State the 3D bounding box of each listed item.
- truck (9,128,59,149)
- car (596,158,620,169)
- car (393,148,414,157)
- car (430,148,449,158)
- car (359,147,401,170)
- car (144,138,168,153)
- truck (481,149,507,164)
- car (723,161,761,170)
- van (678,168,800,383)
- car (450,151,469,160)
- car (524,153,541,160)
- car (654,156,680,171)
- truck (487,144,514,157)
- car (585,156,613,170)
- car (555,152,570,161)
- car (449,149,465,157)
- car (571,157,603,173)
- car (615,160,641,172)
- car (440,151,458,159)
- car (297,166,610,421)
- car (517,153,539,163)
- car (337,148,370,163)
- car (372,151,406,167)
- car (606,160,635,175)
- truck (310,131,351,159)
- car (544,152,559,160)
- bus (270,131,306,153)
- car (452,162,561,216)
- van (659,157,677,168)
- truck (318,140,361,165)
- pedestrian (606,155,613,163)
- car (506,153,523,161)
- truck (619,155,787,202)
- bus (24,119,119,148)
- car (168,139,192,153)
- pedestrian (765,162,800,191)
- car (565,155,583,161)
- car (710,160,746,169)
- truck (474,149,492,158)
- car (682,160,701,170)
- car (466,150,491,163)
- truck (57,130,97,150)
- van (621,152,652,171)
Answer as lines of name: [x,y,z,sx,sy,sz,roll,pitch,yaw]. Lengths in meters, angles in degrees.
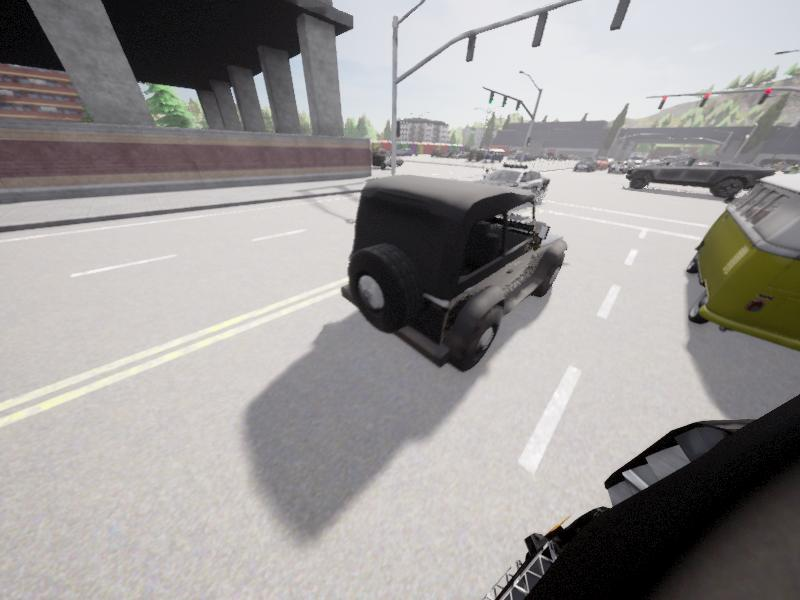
truck: [-56.048,-24.731,35.525,2.615,2.467,5.204,-27,43,-36]
car: [36.840,-24.203,40.877,4.792,1.488,2.163,-27,43,-36]
car: [0.838,-34.222,53.674,4.611,1.667,2.242,-27,43,-36]
car: [9.230,-34.365,54.030,4.605,1.855,1.932,-27,43,-36]
car: [-2.211,-15.407,25.118,1.932,1.855,4.605,-27,43,-36]
car: [-38.551,-24.444,36.499,1.905,1.878,3.866,-27,43,-36]
truck: [16.396,-25.040,40.231,4.478,2.038,2.069,-27,43,-36]
car: [83.031,-32.835,56.215,2.038,1.542,4.974,-27,43,-36]
van: [6.177,-0.723,3.501,4.442,1.987,1.775,-27,43,-36]
car: [13.112,-31.853,50.900,3.806,1.475,1.970,-27,43,-36]
car: [35.966,-38.994,62.839,5.357,1.415,2.033,-27,43,-36]
car: [47.558,-24.319,41.112,5.566,2.045,2.150,-28,44,-37]
truck: [37.547,-56.022,86.602,2.891,3.827,8.468,-26,42,-35]
car: [31.339,-21.531,36.284,4.553,1.767,2.097,-27,43,-36]
car: [44.463,-39.179,63.147,4.605,1.855,1.932,-27,43,-36]
car: [16.277,-42.181,66.151,4.605,1.855,1.932,-27,43,-36]
car: [25.701,-18.591,31.718,4.856,1.649,2.033,-27,43,-36]
car: [34.428,-20.238,34.889,4.181,1.385,1.994,-27,43,-36]
car: [11.114,-33.088,52.592,3.905,1.438,1.784,-27,43,-36]
car: [1.023,-0.751,3.353,3.866,1.878,1.905,-27,43,-36]
car: [27.246,-30.320,49.222,4.611,1.667,2.242,-27,43,-36]
car: [-6.742,-20.796,33.182,1.930,1.638,5.238,-27,43,-36]
car: [-1.388,-17.533,28.718,1.816,1.474,4.193,-27,43,-36]
car: [29.253,-17.647,30.623,3.806,1.475,1.970,-27,43,-36]
truck: [-12.593,-28.004,41.726,2.891,3.827,8.468,-27,43,-36]
car: [42.502,-40.405,64.889,3.866,1.878,1.905,-27,43,-36]
bus: [-28.925,-40.611,59.406,3.944,4.253,10.273,-27,43,-36]
car: [4.958,-5.271,10.582,5.238,1.638,1.930,-23,41,-32]
van: [57.470,-29.530,49.524,4.442,1.987,1.775,-27,43,-36]
truck: [-7.769,-18.975,29.643,2.627,2.467,5.204,-27,43,-36]
pedestrian: [58.705,-39.577,64.759,0.751,1.860,0.751,-26,43,-35]
car: [28.007,-34.958,56.362,3.806,1.475,1.970,-27,43,-36]
truck: [19.346,-8.337,15.491,2.390,2.098,6.274,-28,44,-37]
bus: [-67.055,-34.272,47.944,10.273,4.253,3.944,-27,43,-36]
car: [-36.429,-25.519,38.228,1.905,1.878,3.866,-27,43,-36]
pedestrian: [29.336,-9.384,17.530,0.751,1.860,0.751,17,36,21]
car: [54.323,-44.361,72.180,1.970,1.475,3.806,-26,43,-36]
car: [84.207,-34.900,59.429,1.882,1.535,5.008,-27,43,-36]
truck: [21.997,-38.850,61.281,4.478,2.038,2.069,-27,43,-36]
car: [57.218,-26.537,45.392,3.633,1.501,1.845,-27,43,-36]
car: [14.343,-26.145,41.951,4.605,1.855,1.932,-27,43,-36]
truck: [-52.937,-26.307,38.059,2.615,2.467,5.204,-27,43,-36]
van: [40.748,-23.889,39.759,6.366,2.431,2.351,-27,43,-36]
